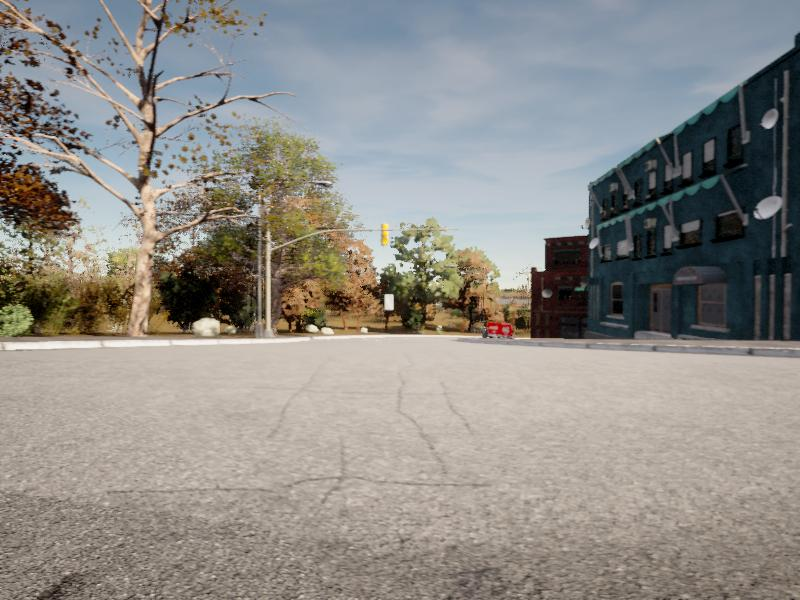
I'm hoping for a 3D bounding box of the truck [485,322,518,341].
[{"bbox_3d":[15.140,4.742,59.475,2.627,2.467,5.204,1,-5,40],"label":"truck"}]
